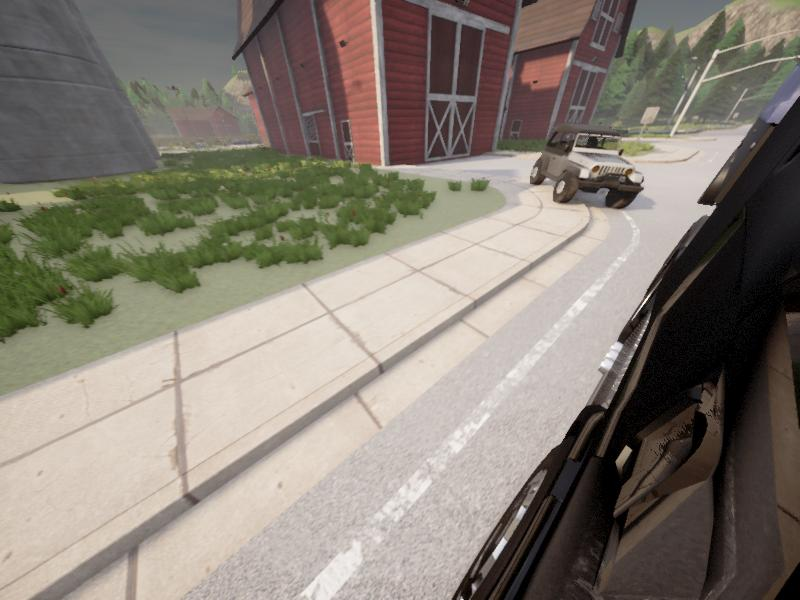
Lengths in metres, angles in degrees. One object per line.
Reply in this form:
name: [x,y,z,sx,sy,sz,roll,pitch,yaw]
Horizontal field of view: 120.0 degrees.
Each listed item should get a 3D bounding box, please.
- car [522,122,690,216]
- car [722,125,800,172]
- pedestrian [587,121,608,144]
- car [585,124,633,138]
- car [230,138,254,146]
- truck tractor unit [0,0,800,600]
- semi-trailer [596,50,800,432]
car: [5.777,-4.360,7.342,1.905,1.878,3.866,8,39,4]
car: [19.139,-7.918,11.904,4.611,1.667,2.242,-28,44,-30]
pedestrian: [20.427,-17.333,23.907,0.751,1.860,0.751,-16,39,-18]
car: [34.045,-27.609,37.812,1.930,1.638,5.238,-27,43,-29]
car: [-42.018,-42.044,61.366,4.611,1.667,2.242,-27,43,-30]
truck tractor unit: [2.645,-0.295,0.351,6.516,4.208,3.053,-28,44,-30]
semi-trailer: [8.733,-3.579,4.196,14.254,4.402,2.717,-28,45,-30]
